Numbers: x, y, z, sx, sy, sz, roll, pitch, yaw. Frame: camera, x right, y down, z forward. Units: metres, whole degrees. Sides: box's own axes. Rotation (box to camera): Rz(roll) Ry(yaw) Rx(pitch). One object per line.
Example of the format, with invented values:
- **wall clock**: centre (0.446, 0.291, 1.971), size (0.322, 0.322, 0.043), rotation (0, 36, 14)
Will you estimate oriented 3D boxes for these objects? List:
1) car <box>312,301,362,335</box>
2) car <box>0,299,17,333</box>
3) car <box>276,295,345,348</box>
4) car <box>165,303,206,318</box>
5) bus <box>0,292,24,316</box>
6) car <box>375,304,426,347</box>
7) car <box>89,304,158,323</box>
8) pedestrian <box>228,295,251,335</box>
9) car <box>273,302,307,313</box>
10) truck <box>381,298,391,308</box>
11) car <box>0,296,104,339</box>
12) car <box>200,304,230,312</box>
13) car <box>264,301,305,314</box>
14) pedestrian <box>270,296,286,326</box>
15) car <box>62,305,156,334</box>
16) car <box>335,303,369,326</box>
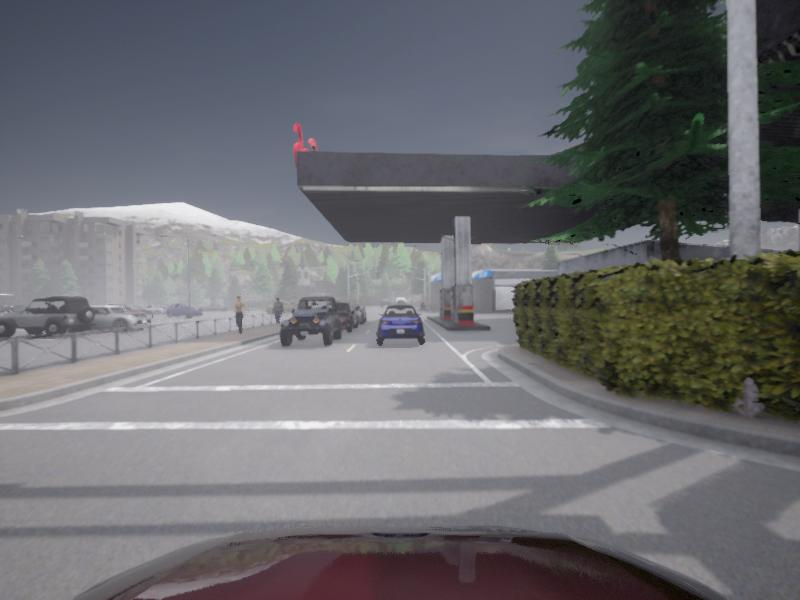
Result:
- **car**: centre (-3.453, 0.914, 22.726), size (2.033, 1.649, 4.856), rotation (-1, 0, 0)
- **car**: centre (-24.621, 0.936, 22.294), size (4.605, 1.855, 1.932), rotation (-1, 0, 0)
- **car**: centre (-3.476, 0.779, 16.274), size (1.905, 1.878, 3.866), rotation (-1, 0, 0)
- **car**: centre (-23.927, 1.159, 44.745), size (3.633, 1.501, 1.845), rotation (-1, 0, 0)
- **bus**: centre (-75.922, 0.856, 73.318), size (10.273, 4.253, 3.944), rotation (-1, 0, -1)
- **car**: centre (0.027, 0.927, 16.425), size (1.816, 1.474, 4.193), rotation (-1, 0, 0)
- **car**: centre (-23.941, 1.132, 34.752), size (4.514, 1.523, 2.007), rotation (-1, 0, 0)
- **pedestrian**: centre (-7.577, 0.689, 18.882), size (0.751, 1.860, 0.751), rotation (-1, 0, 0)
- **car**: centre (-16.349, 1.060, 59.750), size (4.514, 1.523, 2.007), rotation (-1, 0, 0)
- **truck**: centre (-3.275, 0.715, 94.764), size (2.390, 2.098, 6.274), rotation (-1, 0, 0)
- **car**: centre (-16.745, 0.780, 19.030), size (3.866, 1.878, 1.905), rotation (-1, 0, 0)
- **car**: centre (-35.681, 1.568, 77.208), size (4.792, 1.488, 2.163), rotation (-1, 0, -1)
- **car**: centre (-16.288, 1.048, 56.613), size (5.027, 1.636, 2.152), rotation (-1, 0, 0)
- **pedestrian**: centre (-7.639, 0.693, 25.145), size (0.751, 1.860, 0.751), rotation (-1, 0, -1)
- **car**: centre (-16.138, 1.055, 22.356), size (3.806, 1.475, 1.970), rotation (-1, 0, 0)
- **car**: centre (-3.434, 0.993, 29.049), size (1.970, 1.475, 3.806), rotation (-1, 0, 0)
